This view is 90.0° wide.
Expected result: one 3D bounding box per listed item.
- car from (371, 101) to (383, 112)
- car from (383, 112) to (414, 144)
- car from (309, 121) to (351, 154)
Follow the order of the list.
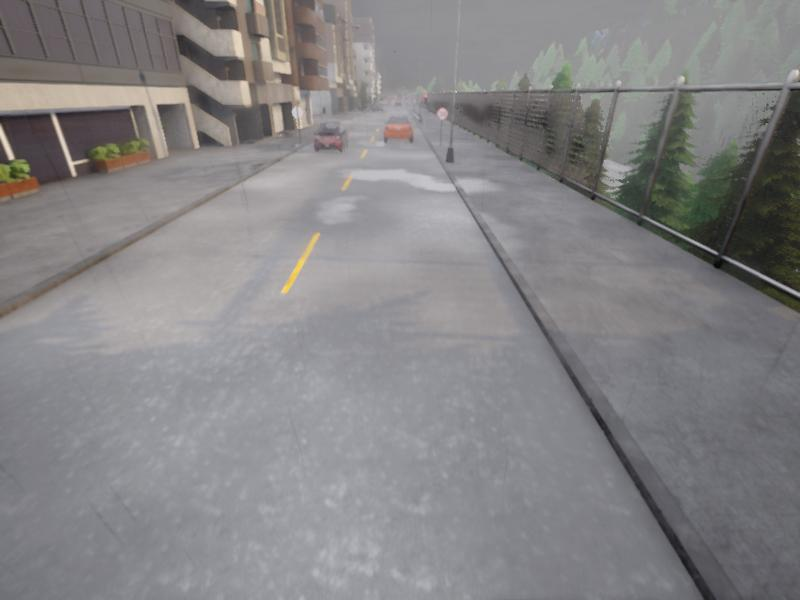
[{"bbox_3d":[-4.277,-36.761,76.098,2.097,1.767,4.553,0,27,0],"label":"car"},{"bbox_3d":[-0.110,-12.605,29.173,2.097,1.767,4.553,0,27,0],"label":"car"},{"bbox_3d":[-4.089,-9.747,23.855,1.845,1.501,3.633,0,27,0],"label":"car"}]
